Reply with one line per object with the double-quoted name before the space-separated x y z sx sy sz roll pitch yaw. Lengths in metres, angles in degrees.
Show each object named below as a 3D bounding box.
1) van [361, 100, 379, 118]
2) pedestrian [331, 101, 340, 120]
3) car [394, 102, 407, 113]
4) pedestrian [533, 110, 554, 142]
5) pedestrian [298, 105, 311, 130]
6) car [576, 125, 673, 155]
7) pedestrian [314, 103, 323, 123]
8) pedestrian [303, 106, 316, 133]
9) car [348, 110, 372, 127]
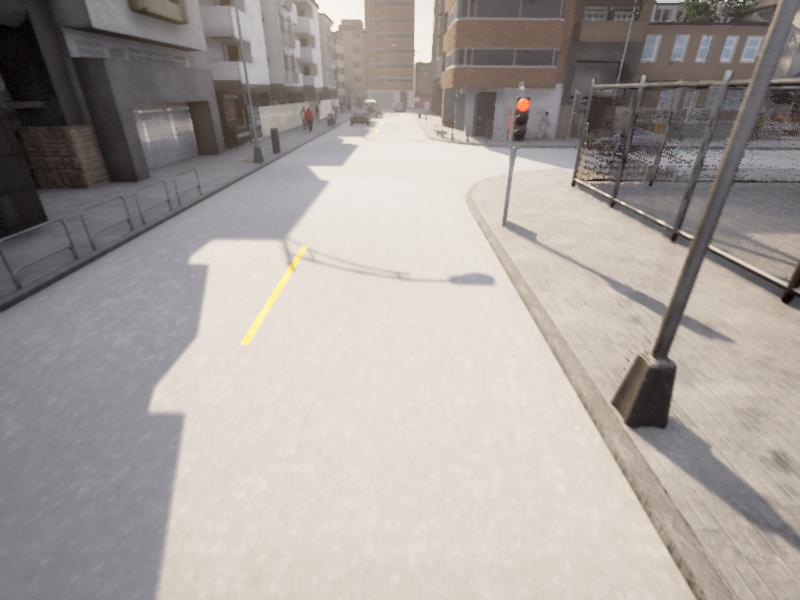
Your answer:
"van" -3.942 -25.581 53.449 2.069 2.038 4.480 0 27 0
"pedestrian" -7.393 -21.751 45.945 0.751 1.860 0.751 4 28 6
"car" 0.086 -33.974 70.534 2.033 1.649 4.856 2 28 2
"pedestrian" 9.457 -11.478 26.409 0.751 1.860 0.751 -10 29 -20
"pedestrian" -8.077 -15.470 33.859 0.751 1.860 0.751 0 27 -1
"car" 12.588 -9.089 22.688 4.181 1.385 1.994 0 27 0
"pedestrian" -8.322 -19.160 40.950 0.751 1.860 0.751 -5 28 -9
"pedestrian" -6.968 -13.885 30.828 0.751 1.860 0.751 -1 28 -3
"car" -3.964 -18.434 40.505 1.895 1.301 4.718 0 27 0
